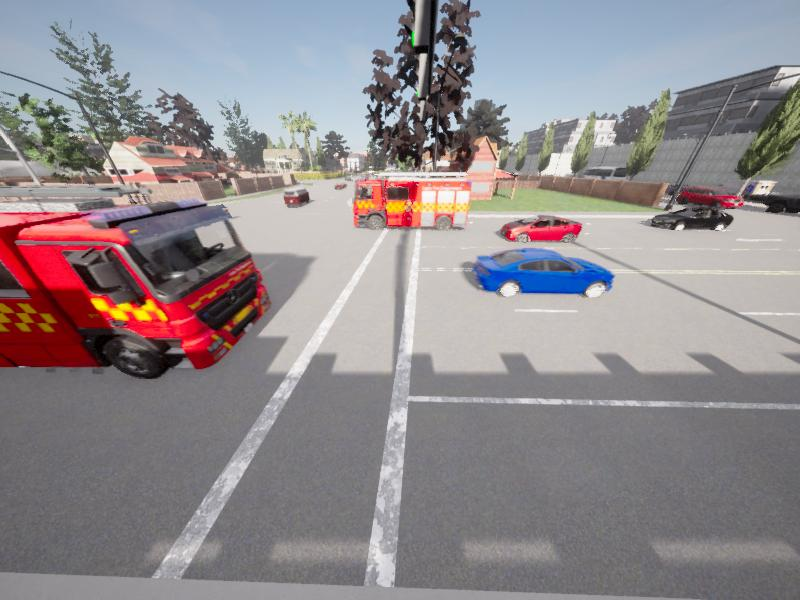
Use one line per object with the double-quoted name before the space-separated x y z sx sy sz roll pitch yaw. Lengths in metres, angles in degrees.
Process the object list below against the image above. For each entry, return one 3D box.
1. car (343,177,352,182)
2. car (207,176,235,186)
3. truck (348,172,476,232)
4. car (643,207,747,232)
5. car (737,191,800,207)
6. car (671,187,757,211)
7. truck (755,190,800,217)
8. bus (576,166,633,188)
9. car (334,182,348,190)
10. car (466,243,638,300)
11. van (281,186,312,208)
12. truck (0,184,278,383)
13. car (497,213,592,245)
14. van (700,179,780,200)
"car" -16.311 -37.562 71.996 1.994 1.385 4.181 0 30 0
"car" -41.730 -27.833 53.957 4.605 1.855 1.932 0 30 0
"truck" 0.825 -7.450 17.484 8.468 3.827 2.891 1 30 1
"car" 22.231 -6.192 17.627 4.892 1.490 1.837 1 30 1
"car" 47.808 -13.083 29.759 1.895 1.301 4.718 0 30 1
"car" 36.264 -11.963 27.087 2.150 2.045 5.566 0 30 1
"truck" 39.674 -8.969 21.835 2.390 2.098 6.274 0 30 1
"bus" 48.139 -29.480 55.221 3.944 4.253 10.273 0 30 1
"car" -12.757 -24.731 49.945 1.895 1.301 4.718 0 30 0
"car" 5.379 -1.161 8.878 5.008 1.535 1.882 0 30 1
"van" -12.699 -12.839 28.675 1.775 1.987 4.442 0 30 0
"truck" -8.289 -0.533 5.505 8.468 3.827 2.891 0 30 1
"car" 9.023 -4.611 14.865 4.514 1.525 2.007 1 30 1
"van" 51.410 -16.925 35.284 2.351 2.431 6.366 0 30 1
